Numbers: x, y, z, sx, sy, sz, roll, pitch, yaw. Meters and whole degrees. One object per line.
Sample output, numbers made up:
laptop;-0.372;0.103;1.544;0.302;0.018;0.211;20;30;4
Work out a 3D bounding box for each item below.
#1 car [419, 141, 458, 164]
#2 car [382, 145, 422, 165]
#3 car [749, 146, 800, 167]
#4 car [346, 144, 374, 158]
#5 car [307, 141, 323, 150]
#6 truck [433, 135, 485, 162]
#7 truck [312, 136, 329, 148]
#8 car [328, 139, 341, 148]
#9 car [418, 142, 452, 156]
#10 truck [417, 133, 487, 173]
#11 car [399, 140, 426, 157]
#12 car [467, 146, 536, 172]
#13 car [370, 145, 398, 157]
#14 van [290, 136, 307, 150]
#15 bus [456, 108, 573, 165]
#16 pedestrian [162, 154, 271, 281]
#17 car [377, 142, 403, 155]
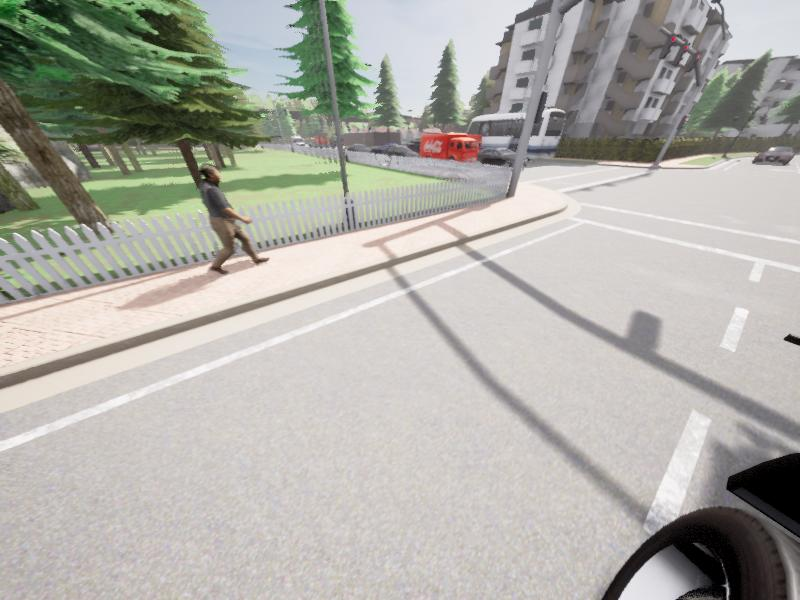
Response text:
car;4.074;-16.047;24.990;1.905;1.878;3.866;-21;40;-26
car;0.094;-15.691;24.861;1.837;1.490;4.892;-21;40;-27
car;35.039;-13.458;21.544;4.181;1.385;1.994;-21;40;-27
car;-5.583;-20.662;31.951;1.837;1.490;4.892;-21;40;-26
car;-20.634;-37.454;56.009;2.152;1.651;5.027;-21;40;-26
truck;6.622;-17.721;26.860;2.627;2.467;5.204;-21;41;-26
truck;-21.293;-42.170;61.718;2.627;2.467;5.204;-21;40;-26
car;-17.900;-42.634;62.873;1.905;1.878;3.866;-21;40;-26
car;5.032;-22.440;34.319;1.801;1.575;5.366;-21;40;-27
truck;4.129;-12.560;19.538;2.627;2.467;5.204;-21;40;-26
car;1.738;-21.771;33.126;1.905;1.878;3.866;-21;40;-26
car;8.404;-12.103;19.696;2.128;1.511;4.902;-21;40;-26
car;-2.386;-21.461;33.233;1.895;1.301;4.718;-21;40;-26
van;-24.178;-37.378;54.850;1.988;2.561;5.915;-21;40;-26
bus;11.552;-17.691;25.220;3.944;4.253;10.273;-21;40;-26
pedestrian;-3.011;-1.390;3.984;0.751;1.860;0.751;-22;40;-27
car;-1.662;-24.605;37.477;1.882;1.535;5.008;-21;40;-26
